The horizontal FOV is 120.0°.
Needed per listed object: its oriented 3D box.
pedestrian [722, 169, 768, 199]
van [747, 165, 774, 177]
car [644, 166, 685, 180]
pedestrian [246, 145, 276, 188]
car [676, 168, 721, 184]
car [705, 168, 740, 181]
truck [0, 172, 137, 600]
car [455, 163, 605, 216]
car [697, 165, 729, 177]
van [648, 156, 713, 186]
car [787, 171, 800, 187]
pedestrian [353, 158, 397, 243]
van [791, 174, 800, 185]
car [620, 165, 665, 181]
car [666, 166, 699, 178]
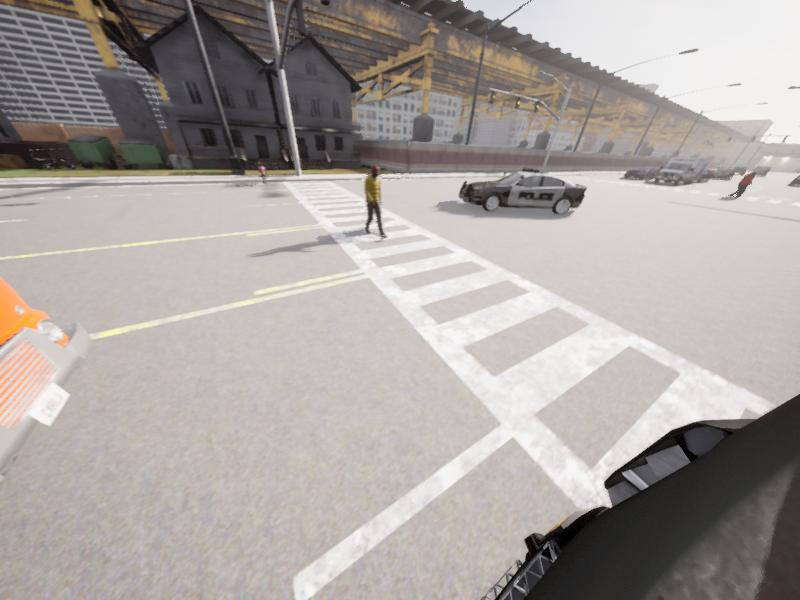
[{"bbox_3d":[24.450,-8.225,16.422,0.751,1.860,0.751,-2,34,-8],"label":"pedestrian"},{"bbox_3d":[74.174,-26.469,47.522,4.442,1.987,1.775,-16,38,-26],"label":"van"},{"bbox_3d":[36.263,-17.473,31.646,5.357,1.411,2.033,-16,38,-26],"label":"car"},{"bbox_3d":[-7.244,-6.965,12.076,0.751,1.860,0.751,-21,41,-31],"label":"pedestrian"},{"bbox_3d":[37.080,-15.455,28.688,5.357,1.411,2.033,-16,38,-26],"label":"car"},{"bbox_3d":[47.310,-18.467,33.900,4.892,1.490,1.837,-16,38,-26],"label":"car"},{"bbox_3d":[-4.874,0.785,0.176,5.204,2.467,2.627,-17,38,-25],"label":"truck"},{"bbox_3d":[5.366,-4.911,10.221,5.238,1.638,1.930,2,34,-2],"label":"car"},{"bbox_3d":[57.651,-23.796,42.522,4.611,1.667,2.242,-16,38,-26],"label":"car"},{"bbox_3d":[30.255,-13.896,24.894,6.366,2.431,2.351,-16,38,-26],"label":"van"},{"bbox_3d":[53.466,-15.903,30.195,4.605,1.855,1.932,-16,38,-26],"label":"car"},{"bbox_3d":[-0.643,-2.577,6.020,0.751,1.860,0.751,-21,41,-31],"label":"pedestrian"},{"bbox_3d":[60.697,-18.227,33.739,6.366,2.431,2.351,-16,38,-26],"label":"van"},{"bbox_3d":[29.757,-15.582,28.311,5.357,1.411,2.033,-16,38,-26],"label":"car"},{"bbox_3d":[42.891,-19.391,35.054,4.181,1.385,1.994,-17,38,-27],"label":"car"}]
